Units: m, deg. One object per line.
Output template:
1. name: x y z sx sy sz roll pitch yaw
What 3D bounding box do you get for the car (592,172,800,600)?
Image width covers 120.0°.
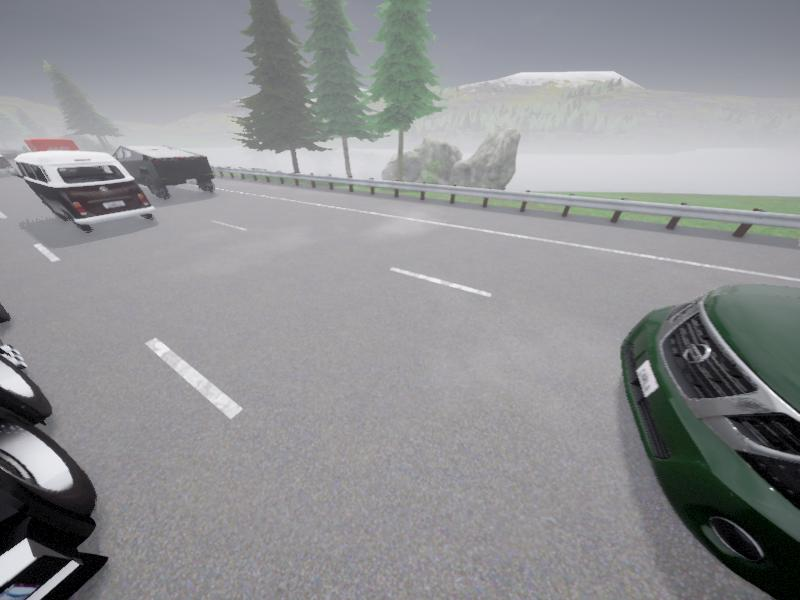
1. car: 4.388 1.145 0.536 5.566 2.045 2.150 18 39 24

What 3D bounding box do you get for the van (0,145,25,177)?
1. van: -33.232 -11.190 18.545 4.480 2.038 2.069 18 39 24

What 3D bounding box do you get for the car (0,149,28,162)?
1. car: -55.407 -20.500 32.733 4.718 1.301 1.895 18 39 25

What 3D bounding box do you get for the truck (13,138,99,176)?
1. truck: -29.986 -12.609 20.191 5.204 2.467 2.627 19 39 24

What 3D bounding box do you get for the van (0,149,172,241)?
1. van: -10.288 -3.652 7.543 4.480 2.038 2.069 18 39 24

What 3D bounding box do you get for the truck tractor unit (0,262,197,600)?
1. truck tractor unit: -5.106 -0.307 0.779 6.516 4.208 3.053 19 39 24

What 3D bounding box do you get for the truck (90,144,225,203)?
1. truck: -12.391 -6.678 11.849 6.274 2.098 2.390 18 39 24
